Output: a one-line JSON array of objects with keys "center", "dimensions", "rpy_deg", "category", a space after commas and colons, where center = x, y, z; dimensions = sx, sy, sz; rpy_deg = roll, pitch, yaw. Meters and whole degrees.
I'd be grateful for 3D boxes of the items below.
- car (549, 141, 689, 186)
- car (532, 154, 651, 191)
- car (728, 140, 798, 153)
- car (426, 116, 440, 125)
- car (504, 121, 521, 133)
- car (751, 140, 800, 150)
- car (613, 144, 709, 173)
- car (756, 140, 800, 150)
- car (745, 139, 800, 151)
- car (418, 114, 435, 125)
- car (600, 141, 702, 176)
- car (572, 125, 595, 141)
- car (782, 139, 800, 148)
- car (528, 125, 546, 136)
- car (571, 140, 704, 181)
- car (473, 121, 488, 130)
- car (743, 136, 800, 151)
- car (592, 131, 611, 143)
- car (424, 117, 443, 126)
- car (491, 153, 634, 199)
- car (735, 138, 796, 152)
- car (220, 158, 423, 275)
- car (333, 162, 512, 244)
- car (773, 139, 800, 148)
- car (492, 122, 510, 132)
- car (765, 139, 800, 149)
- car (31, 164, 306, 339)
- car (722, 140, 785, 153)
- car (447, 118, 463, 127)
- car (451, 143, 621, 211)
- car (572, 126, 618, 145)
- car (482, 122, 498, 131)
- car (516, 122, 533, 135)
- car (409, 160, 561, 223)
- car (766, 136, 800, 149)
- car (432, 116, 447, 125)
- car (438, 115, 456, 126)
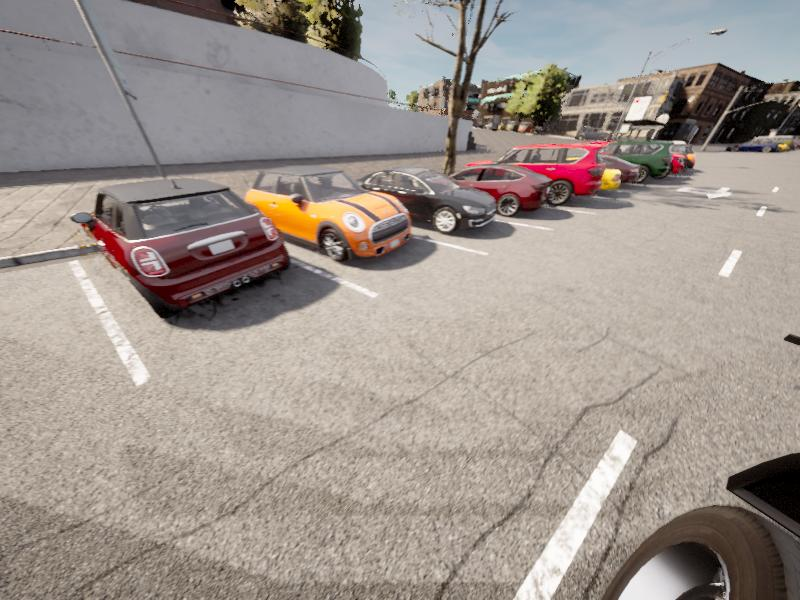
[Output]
[{"center": [12.816, -8.518, 14.203], "dimensions": [5.566, 2.045, 2.435], "rpy_deg": [21, 40, 29], "category": "car"}, {"center": [10.372, -7.278, 12.956], "dimensions": [4.674, 1.452, 2.002], "rpy_deg": [21, 40, 29], "category": "car"}, {"center": [55.382, -23.652, 35.486], "dimensions": [5.366, 1.575, 1.946], "rpy_deg": [25, 42, 33], "category": "car"}, {"center": [9.817, -53.511, 68.820], "dimensions": [2.185, 1.767, 4.553], "rpy_deg": [24, 40, 25], "category": "car"}, {"center": [25.236, -38.782, 51.831], "dimensions": [1.878, 1.987, 4.442], "rpy_deg": [27, 43, 25], "category": "car"}, {"center": [65.846, -27.049, 40.313], "dimensions": [4.674, 1.452, 2.002], "rpy_deg": [26, 43, 34], "category": "car"}, {"center": [20.327, -11.337, 18.397], "dimensions": [4.553, 1.767, 2.185], "rpy_deg": [22, 41, 29], "category": "car"}, {"center": [68.519, -27.873, 41.463], "dimensions": [4.674, 1.452, 2.002], "rpy_deg": [27, 42, 34], "category": "car"}, {"center": [63.178, -26.259, 39.143], "dimensions": [4.892, 1.521, 2.231], "rpy_deg": [26, 42, 34], "category": "car"}, {"center": [8.067, -55.093, 70.598], "dimensions": [2.435, 2.045, 5.566], "rpy_deg": [23, 39, 27], "category": "car"}, {"center": [17.900, -10.422, 16.930], "dimensions": [4.442, 1.987, 1.878], "rpy_deg": [22, 40, 29], "category": "car"}, {"center": [33.821, -30.632, 42.523], "dimensions": [2.435, 2.045, 5.566], "rpy_deg": [27, 42, 25], "category": "car"}, {"center": [84.730, -32.628, 48.022], "dimensions": [5.008, 1.535, 2.097], "rpy_deg": [28, 44, 36], "category": "car"}, {"center": [28.681, -35.360, 48.288], "dimensions": [2.231, 1.521, 4.892], "rpy_deg": [27, 42, 25], "category": "car"}, {"center": [15.346, -9.490, 15.574], "dimensions": [5.566, 2.045, 2.435], "rpy_deg": [21, 40, 29], "category": "car"}, {"center": [20.160, -43.573, 57.708], "dimensions": [2.002, 1.452, 4.674], "rpy_deg": [27, 42, 25], "category": "car"}, {"center": [60.611, -25.564, 37.779], "dimensions": [4.442, 1.987, 1.878], "rpy_deg": [26, 42, 33], "category": "car"}, {"center": [35.490, -28.744, 40.808], "dimensions": [2.002, 1.452, 4.674], "rpy_deg": [27, 42, 25], "category": "car"}, {"center": [8.989, -48.409, 62.500], "dimensions": [2.128, 1.511, 4.902], "rpy_deg": [-21, 45, -29], "category": "car"}, {"center": [7.750, -6.384, 11.626], "dimensions": [5.366, 1.575, 1.946], "rpy_deg": [21, 40, 29], "category": "car"}, {"center": [57.854, -24.688, 36.732], "dimensions": [4.553, 1.767, 2.185], "rpy_deg": [25, 42, 33], "category": "car"}, {"center": [-1.970, -2.463, 5.887], "dimensions": [4.553, 1.767, 2.185], "rpy_deg": [21, 40, 29], "category": "car"}, {"center": [0.514, -3.346, 7.346], "dimensions": [4.892, 1.521, 2.231], "rpy_deg": [21, 40, 29], "category": "car"}, {"center": [79.293, -31.096, 45.890], "dimensions": [5.008, 1.535, 2.097], "rpy_deg": [28, 43, 35], "category": "car"}, {"center": [23.689, -40.398, 54.053], "dimensions": [1.946, 1.575, 5.366], "rpy_deg": [27, 42, 25], "category": "car"}, {"center": [73.889, -29.481, 43.707], "dimensions": [4.674, 1.452, 2.002], "rpy_deg": [27, 43, 35], "category": "car"}, {"center": [-4.383, -1.442, 4.453], "dimensions": [4.553, 1.767, 2.185], "rpy_deg": [21, 41, 29], "category": "car"}, {"center": [52.560, -22.924, 34.547], "dimensions": [4.792, 1.488, 2.163], "rpy_deg": [25, 42, 32], "category": "car"}, {"center": [15.125, -48.612, 63.406], "dimensions": [1.946, 1.575, 5.366], "rpy_deg": [26, 42, 24], "category": "car"}, {"center": [5.411, -5.546, 10.009], "dimensions": [5.566, 2.045, 2.435], "rpy_deg": [21, 40, 29], "category": "car"}, {"center": [29.544, -25.083, 35.148], "dimensions": [1.932, 1.855, 4.605], "rpy_deg": [-20, 45, -29], "category": "car"}, {"center": [21.879, -41.927, 55.835], "dimensions": [2.002, 1.452, 4.674], "rpy_deg": [27, 42, 24], "category": "car"}, {"center": [26.942, -37.132, 49.950], "dimensions": [1.878, 1.987, 4.442], "rpy_deg": [27, 43, 25], "category": "car"}, {"center": [2.951, -4.321, 8.766], "dimensions": [4.792, 1.488, 2.163], "rpy_deg": [21, 40, 29], "category": "car"}, {"center": [76.609, -30.509, 44.639], "dimensions": [5.566, 2.045, 2.435], "rpy_deg": [27, 43, 35], "category": "car"}, {"center": [11.523, -51.893, 66.919], "dimensions": [2.185, 1.767, 4.553], "rpy_deg": [26, 42, 24], "category": "car"}, {"center": [13.294, -50.344, 64.971], "dimensions": [2.435, 2.045, 5.566], "rpy_deg": [27, 42, 24], "category": "car"}]
